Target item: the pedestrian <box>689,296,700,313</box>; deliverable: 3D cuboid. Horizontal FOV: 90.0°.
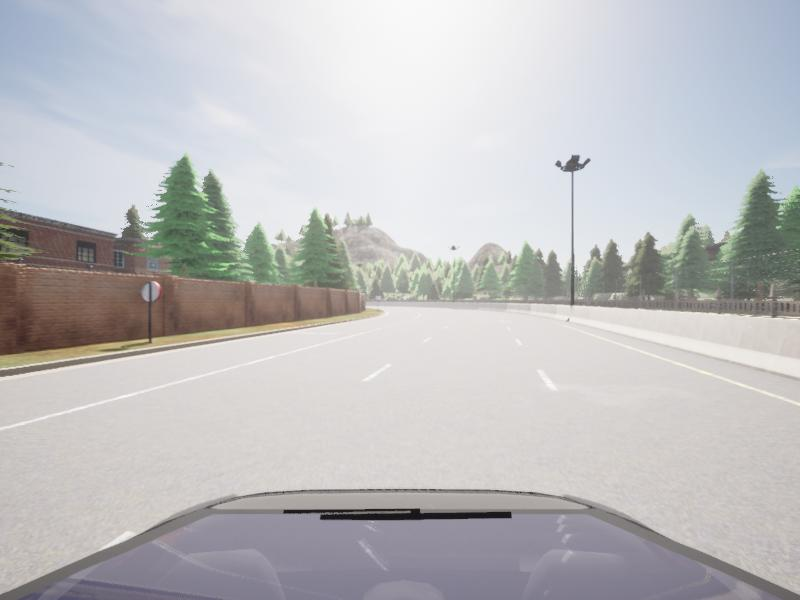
[{"bbox_3d":[32.972,0.495,44.770,0.751,1.860,0.751,0,0,7],"label":"pedestrian"}]
